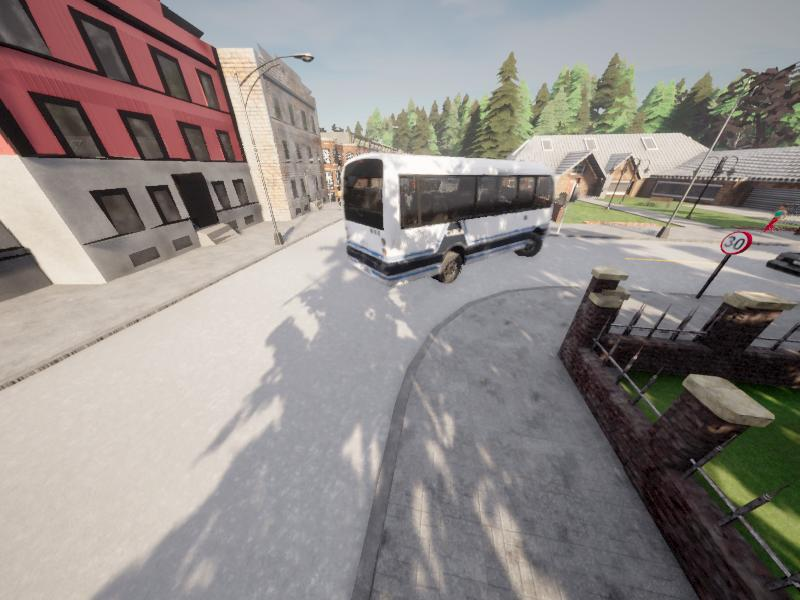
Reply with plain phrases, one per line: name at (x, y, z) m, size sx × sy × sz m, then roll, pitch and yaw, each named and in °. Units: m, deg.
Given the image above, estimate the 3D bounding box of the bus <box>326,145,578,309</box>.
bus at (2.756, -3.746, 10.246) m, size 10.273 × 4.253 × 3.944 m, roll -19°, pitch 32°, yaw -30°

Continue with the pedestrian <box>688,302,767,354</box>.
pedestrian at (7.699, 0.669, 5.493) m, size 0.500 × 1.100 × 0.500 m, roll 5°, pitch 30°, yaw 9°

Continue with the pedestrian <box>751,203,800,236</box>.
pedestrian at (24.138, -5.178, 14.858) m, size 0.751 × 1.860 × 0.751 m, roll 13°, pitch 33°, yaw 21°

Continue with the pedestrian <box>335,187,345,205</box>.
pedestrian at (-7.038, -12.218, 27.051) m, size 0.751 × 1.860 × 0.751 m, roll 0°, pitch 30°, yaw 0°

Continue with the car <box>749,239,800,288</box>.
car at (17.976, -1.157, 8.616) m, size 5.357 × 1.411 × 2.033 m, roll 5°, pitch 30°, yaw 9°
